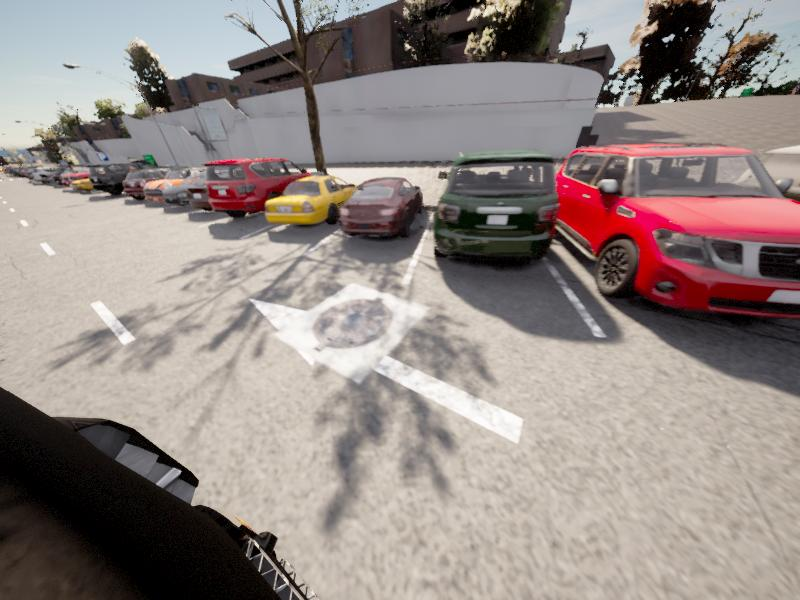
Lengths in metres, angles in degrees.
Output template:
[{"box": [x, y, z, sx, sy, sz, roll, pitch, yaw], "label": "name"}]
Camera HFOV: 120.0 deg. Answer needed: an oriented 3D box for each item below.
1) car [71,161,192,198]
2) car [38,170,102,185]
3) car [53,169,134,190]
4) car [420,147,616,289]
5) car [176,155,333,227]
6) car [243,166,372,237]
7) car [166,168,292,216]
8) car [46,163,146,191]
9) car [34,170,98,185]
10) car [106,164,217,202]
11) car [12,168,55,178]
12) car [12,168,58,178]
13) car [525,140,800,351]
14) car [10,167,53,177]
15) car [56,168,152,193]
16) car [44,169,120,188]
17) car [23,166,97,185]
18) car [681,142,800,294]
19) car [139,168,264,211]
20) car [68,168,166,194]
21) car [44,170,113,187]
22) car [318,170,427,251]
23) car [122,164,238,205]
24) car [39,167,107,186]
[{"box": [-20.764, -9.747, 18.423, 2.435, 2.045, 5.566, 5, 33, 11], "label": "car"}, {"box": [-46.175, -17.230, 32.487, 2.002, 1.452, 4.674, 5, 34, 11], "label": "car"}, {"box": [-33.467, -13.358, 25.486, 2.163, 1.488, 4.792, 5, 33, 11], "label": "car"}, {"box": [2.129, -2.641, 5.945, 2.435, 2.045, 5.566, 5, 34, 11], "label": "car"}, {"box": [-5.499, -5.027, 10.112, 2.435, 2.045, 5.566, 5, 34, 11], "label": "car"}, {"box": [-2.913, -4.110, 8.990, 1.946, 1.575, 5.366, 5, 34, 11], "label": "car"}, {"box": [-8.034, -5.583, 11.649, 2.163, 1.488, 4.792, 5, 33, 11], "label": "car"}, {"box": [-30.933, -12.821, 23.940, 2.435, 2.045, 5.566, 5, 33, 11], "label": "car"}, {"box": [-48.727, -18.041, 33.894, 2.163, 1.488, 4.792, 5, 33, 11], "label": "car"}, {"box": [-15.681, -8.043, 15.667, 2.185, 1.767, 4.553, 5, 33, 11], "label": "car"}, {"box": [-81.827, -28.471, 51.736, 2.002, 1.452, 4.674, 5, 34, 11], "label": "car"}, {"box": [-79.279, -27.654, 50.339, 2.163, 1.488, 4.792, 6, 34, 11], "label": "car"}, {"box": [4.666, -1.807, 4.497, 2.435, 2.045, 5.566, 5, 34, 11], "label": "car"}, {"box": [-84.365, -29.400, 52.984, 2.185, 1.767, 4.553, 5, 34, 11], "label": "car"}, {"box": [-28.416, -11.755, 22.551, 1.946, 1.575, 5.366, 5, 33, 11], "label": "car"}, {"box": [-38.556, -14.936, 28.281, 2.097, 1.535, 5.008, 4, 33, 11], "label": "car"}, {"box": [-51.280, -19.062, 35.126, 2.435, 2.045, 5.566, 5, 34, 11], "label": "car"}, {"box": [7.181, -0.931, 3.034, 1.878, 1.987, 4.442, 5, 34, 11], "label": "car"}, {"box": [-10.574, -6.382, 12.996, 2.231, 1.521, 4.892, 5, 34, 11], "label": "car"}, {"box": [-25.804, -11.179, 21.466, 1.946, 1.575, 5.366, 5, 33, 11], "label": "car"}, {"box": [-41.091, -15.680, 29.703, 2.002, 1.452, 4.674, 5, 33, 11], "label": "car"}, {"box": [-0.410, -3.177, 7.470, 2.002, 1.452, 4.674, 5, 34, 11], "label": "car"}, {"box": [-13.117, -7.291, 14.333, 2.185, 1.767, 4.553, 5, 34, 11], "label": "car"}, {"box": [-43.635, -16.610, 31.030, 2.185, 1.767, 4.553, 5, 33, 11], "label": "car"}]
